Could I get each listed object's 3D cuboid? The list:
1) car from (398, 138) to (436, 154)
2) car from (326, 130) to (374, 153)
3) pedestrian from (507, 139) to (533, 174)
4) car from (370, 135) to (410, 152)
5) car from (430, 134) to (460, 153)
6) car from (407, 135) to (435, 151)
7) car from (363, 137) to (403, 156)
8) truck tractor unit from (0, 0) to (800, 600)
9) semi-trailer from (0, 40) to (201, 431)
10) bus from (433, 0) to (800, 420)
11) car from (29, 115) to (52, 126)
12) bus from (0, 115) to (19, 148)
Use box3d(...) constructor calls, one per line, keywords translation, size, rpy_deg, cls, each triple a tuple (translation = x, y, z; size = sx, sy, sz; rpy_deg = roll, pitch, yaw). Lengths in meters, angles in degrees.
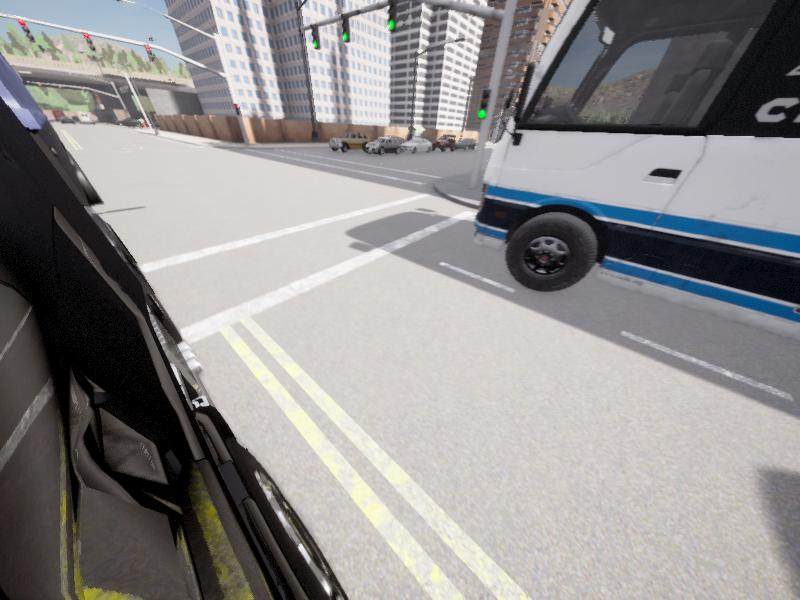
box3d(translation=(2.045, -18.189, 27.240), size=(1.812, 1.442, 4.674), rpy_deg=(28, 43, 30), cls="car")
box3d(translation=(-5.159, -16.753, 24.429), size=(1.932, 1.855, 4.605), rpy_deg=(30, 44, 32), cls="car")
box3d(translation=(7.662, -9.199, 14.820), size=(0.751, 1.860, 0.751), rpy_deg=(31, 45, 33), cls="pedestrian")
box3d(translation=(-1.200, -19.253, 28.423), size=(2.163, 1.488, 4.792), rpy_deg=(28, 43, 30), cls="car")
box3d(translation=(6.003, -20.981, 30.918), size=(1.905, 1.878, 3.866), rpy_deg=(28, 43, 30), cls="car")
box3d(translation=(2.989, -22.078, 32.431), size=(1.851, 1.617, 3.988), rpy_deg=(28, 43, 30), cls="car")
box3d(translation=(-1.656, -15.741, 23.642), size=(1.970, 1.475, 3.806), rpy_deg=(29, 43, 30), cls="car")
box3d(translation=(-2.645, -0.295, 0.351), size=(6.516, 4.208, 3.053), rpy_deg=(28, 44, 30), cls="truck tractor unit")
box3d(translation=(-8.693, -3.601, 4.244), size=(14.254, 4.402, 2.717), rpy_deg=(28, 43, 30), cls="semi-trailer")
box3d(translation=(5.937, -1.073, 1.983), size=(10.273, 4.253, 3.944), rpy_deg=(28, 43, 30), cls="bus")
box3d(translation=(-67.078, -33.485, 43.124), size=(4.674, 1.442, 1.812), rpy_deg=(28, 43, 30), cls="car")
box3d(translation=(-32.972, -13.844, 16.557), size=(10.273, 4.253, 3.944), rpy_deg=(28, 43, 30), cls="bus")
